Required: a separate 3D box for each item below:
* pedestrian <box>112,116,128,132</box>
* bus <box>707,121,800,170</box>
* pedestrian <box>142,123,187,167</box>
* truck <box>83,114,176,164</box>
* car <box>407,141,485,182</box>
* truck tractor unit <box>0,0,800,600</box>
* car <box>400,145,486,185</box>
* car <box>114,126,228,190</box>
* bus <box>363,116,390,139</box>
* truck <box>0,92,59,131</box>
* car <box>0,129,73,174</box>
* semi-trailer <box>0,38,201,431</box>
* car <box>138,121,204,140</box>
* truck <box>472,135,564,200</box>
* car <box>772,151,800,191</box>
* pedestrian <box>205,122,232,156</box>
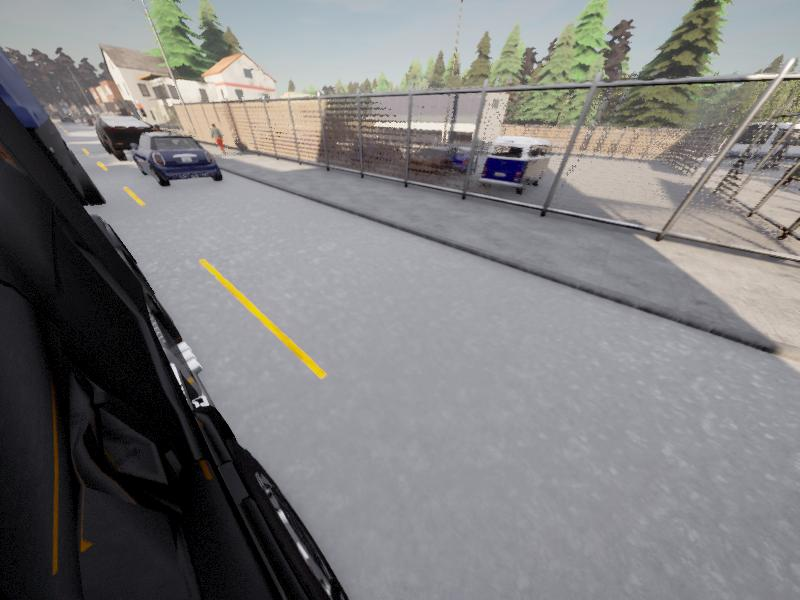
[{"bbox_3d":[-40.765,-25.672,33.654,0.751,1.860,0.751,-28,46,-34],"label":"pedestrian"},{"bbox_3d":[43.751,-17.675,26.651,10.273,4.253,3.944,-3,36,-7],"label":"bus"},{"bbox_3d":[-12.365,-8.166,12.217,0.751,1.860,0.751,17,39,18],"label":"pedestrian"},{"bbox_3d":[-16.836,-10.089,14.345,6.274,2.098,2.390,28,44,30],"label":"truck"},{"bbox_3d":[2.473,-7.909,13.027,3.705,1.547,1.789,28,43,30],"label":"car"},{"bbox_3d":[-2.645,-0.295,0.351,6.516,4.208,3.053,28,44,30],"label":"truck tractor unit"},{"bbox_3d":[2.542,-7.689,12.856,2.033,1.415,5.357,28,43,30],"label":"car"},{"bbox_3d":[-9.719,-6.180,9.822,4.553,1.767,2.097,28,43,30],"label":"car"},{"bbox_3d":[-5.980,-43.011,57.385,3.944,4.253,10.273,-12,40,-15],"label":"bus"},{"bbox_3d":[-51.286,-26.024,32.024,8.468,3.827,2.891,28,43,30],"label":"truck"},{"bbox_3d":[-17.583,-7.075,10.863,4.181,1.385,1.994,28,44,30],"label":"car"},{"bbox_3d":[-8.672,-3.620,4.258,14.254,4.402,2.717,28,44,30],"label":"semi-trailer"},{"bbox_3d":[-27.485,-20.461,27.946,1.930,1.638,5.238,32,46,33],"label":"car"},{"bbox_3d":[5.482,-6.252,10.598,2.069,2.038,4.478,28,43,30],"label":"truck"},{"bbox_3d":[27.097,-8.028,14.501,2.150,2.045,5.566,28,43,30],"label":"car"},{"bbox_3d":[-12.488,-11.072,15.934,0.751,1.860,0.751,-26,45,-33],"label":"pedestrian"}]
